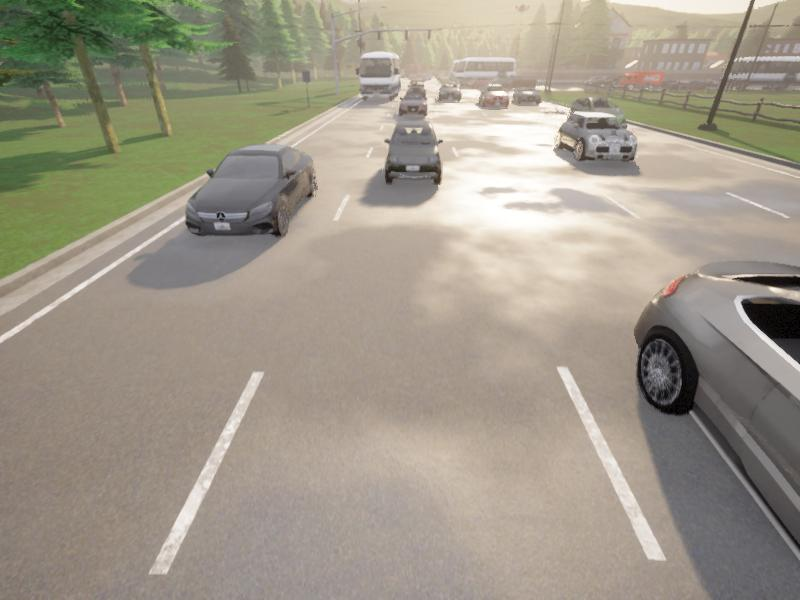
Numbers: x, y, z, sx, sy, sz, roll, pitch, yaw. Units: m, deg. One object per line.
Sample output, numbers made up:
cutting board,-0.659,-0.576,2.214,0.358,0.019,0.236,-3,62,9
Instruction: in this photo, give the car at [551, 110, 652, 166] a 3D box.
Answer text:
car,7.501,-6.339,15.407,1.970,1.475,3.806,1,30,1

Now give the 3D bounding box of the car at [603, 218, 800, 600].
car,3.583,1.141,2.454,2.152,1.651,5.027,1,31,1

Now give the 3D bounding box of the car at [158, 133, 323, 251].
car,-3.214,-2.760,9.288,1.812,1.442,4.674,1,30,2

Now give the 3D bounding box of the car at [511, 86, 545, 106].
car,11.844,-19.139,37.426,1.994,1.385,4.181,2,30,3

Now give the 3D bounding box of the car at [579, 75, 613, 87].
car,33.956,-38.053,69.544,4.611,1.667,2.242,0,30,1

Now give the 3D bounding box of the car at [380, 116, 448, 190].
car,0.429,-4.755,12.601,1.789,1.549,3.705,1,30,2

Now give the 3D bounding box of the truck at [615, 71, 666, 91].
truck,34.352,-31.327,57.244,5.204,2.467,2.627,1,30,1

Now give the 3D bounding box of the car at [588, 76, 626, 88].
car,34.354,-36.264,66.535,5.027,1.651,2.152,1,30,1

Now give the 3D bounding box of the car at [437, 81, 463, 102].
car,4.987,-21.111,40.482,2.242,1.667,4.611,2,30,3

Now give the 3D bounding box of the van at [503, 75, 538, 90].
van,17.806,-32.162,59.112,4.442,1.987,1.775,-11,32,-19

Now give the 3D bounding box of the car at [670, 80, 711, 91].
car,41.642,-30.762,57.392,4.181,1.385,1.994,1,30,1

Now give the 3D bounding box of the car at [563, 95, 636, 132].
car,11.255,-10.808,23.015,2.007,1.525,4.514,1,30,1

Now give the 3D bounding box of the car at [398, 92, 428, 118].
car,0.946,-13.970,28.552,1.994,1.385,4.181,1,30,2

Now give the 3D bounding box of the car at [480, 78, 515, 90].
car,14.893,-33.183,61.350,4.792,1.488,2.163,-14,33,-23

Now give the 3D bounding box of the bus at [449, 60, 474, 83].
bus,13.507,-50.878,88.876,3.944,4.253,10.273,1,30,1

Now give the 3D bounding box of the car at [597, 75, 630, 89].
car,33.840,-34.615,63.445,3.866,1.878,1.905,1,30,1

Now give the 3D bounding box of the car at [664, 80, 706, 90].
car,42.964,-32.483,60.413,4.718,1.301,1.895,1,30,1

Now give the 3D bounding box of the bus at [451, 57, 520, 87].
bus,14.239,-38.156,67.112,10.273,4.253,3.944,-10,30,-16

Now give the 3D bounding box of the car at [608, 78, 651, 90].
car,34.654,-32.674,60.503,4.902,1.511,2.128,1,30,1

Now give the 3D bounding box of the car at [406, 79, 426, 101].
car,1.675,-21.690,41.245,1.905,1.878,3.866,2,30,3

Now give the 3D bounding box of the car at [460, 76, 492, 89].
car,12.034,-34.399,63.234,4.611,1.667,2.242,-19,35,-29

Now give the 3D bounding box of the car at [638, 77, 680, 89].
car,40.993,-34.378,63.409,5.008,1.535,1.882,1,30,1

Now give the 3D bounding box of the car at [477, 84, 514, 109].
car,8.181,-17.843,34.898,2.242,1.667,4.611,1,30,2

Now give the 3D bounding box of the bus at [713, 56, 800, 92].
bus,51.537,-31.831,56.391,10.273,4.253,3.944,1,30,1

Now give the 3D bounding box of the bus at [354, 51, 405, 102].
bus,-1.825,-23.619,42.195,3.944,4.253,10.273,2,30,4
